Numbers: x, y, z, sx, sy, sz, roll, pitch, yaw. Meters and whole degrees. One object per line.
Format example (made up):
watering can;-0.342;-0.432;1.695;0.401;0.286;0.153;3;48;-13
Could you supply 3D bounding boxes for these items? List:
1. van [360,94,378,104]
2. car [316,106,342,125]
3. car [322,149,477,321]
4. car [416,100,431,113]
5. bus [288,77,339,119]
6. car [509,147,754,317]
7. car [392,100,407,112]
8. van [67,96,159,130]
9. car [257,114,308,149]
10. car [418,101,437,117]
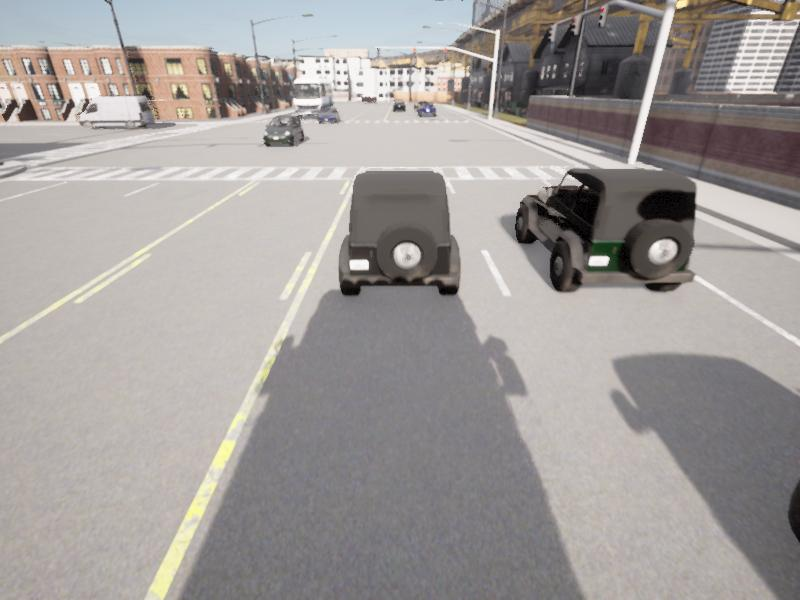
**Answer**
van;-7.400;-48.098;95.764;2.069;2.038;4.480;-23;35;-36
car;-7.052;-18.453;39.972;1.816;1.474;4.193;0;28;0
car;-0.005;-1.425;7.074;1.905;1.878;3.866;0;28;0
car;3.418;-28.891;59.676;1.882;1.535;5.008;0;28;0
bus;-10.453;-25.135;49.725;3.944;4.253;10.273;0;28;0
car;3.494;-1.491;7.171;1.905;1.878;3.866;0;28;0
car;-0.087;-30.462;62.756;2.163;1.488;4.792;0;28;0
van;-24.884;-16.302;34.879;5.915;2.561;1.988;0;28;0
car;-7.033;-10.311;24.342;1.851;1.617;3.988;0;28;0
car;3.429;-24.376;50.992;2.152;1.651;5.027;0;27;0
